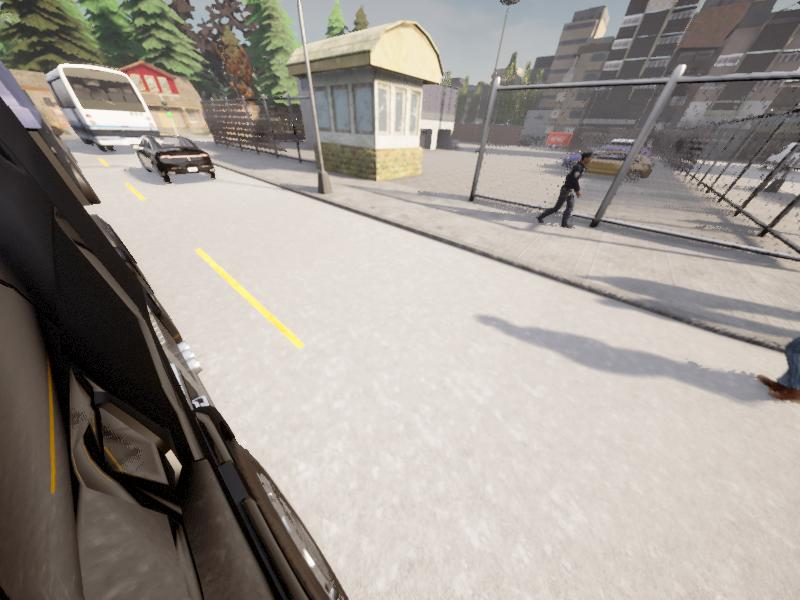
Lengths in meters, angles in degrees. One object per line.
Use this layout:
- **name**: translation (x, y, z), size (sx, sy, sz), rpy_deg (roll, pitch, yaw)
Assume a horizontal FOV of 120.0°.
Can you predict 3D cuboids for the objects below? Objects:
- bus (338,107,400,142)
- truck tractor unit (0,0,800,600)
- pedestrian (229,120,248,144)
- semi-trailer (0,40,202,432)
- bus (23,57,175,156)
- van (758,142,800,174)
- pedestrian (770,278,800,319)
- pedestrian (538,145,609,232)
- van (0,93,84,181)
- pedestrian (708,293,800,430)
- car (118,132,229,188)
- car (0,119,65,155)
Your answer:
- **bus**: translation (-4.860, -29.794, 39.439), size (3.944, 4.253, 10.273), rpy_deg (28, 44, 30)
- **truck tractor unit**: translation (-2.645, -0.295, 0.352), size (6.516, 4.208, 3.053), rpy_deg (28, 44, 30)
- **pedestrian**: translation (-15.941, -16.523, 22.797), size (0.751, 1.860, 0.751), rpy_deg (28, 44, 30)
- **semi-trailer**: translation (-8.722, -3.601, 4.185), size (14.254, 4.402, 2.717), rpy_deg (28, 44, 29)
- **bus**: translation (-21.505, -13.436, 16.553), size (10.273, 4.253, 3.944), rpy_deg (26, 42, 28)
- **van**: translation (42.036, -15.202, 24.586), size (1.988, 2.561, 5.915), rpy_deg (26, 43, 28)
- **pedestrian**: translation (6.434, -0.433, 2.905), size (0.751, 1.860, 0.751), rpy_deg (11, 38, 11)
- **pedestrian**: translation (4.420, -2.853, 5.990), size (0.751, 1.860, 0.751), rpy_deg (26, 43, 28)
- **van**: translation (-16.193, -7.075, 9.879), size (5.915, 2.561, 1.988), rpy_deg (29, 44, 31)
- **pedestrian**: translation (4.090, 0.317, 1.922), size (0.751, 1.860, 0.751), rpy_deg (12, 38, 12)
- **car**: translation (-9.932, -6.280, 10.092), size (4.902, 1.511, 2.128), rpy_deg (29, 44, 30)
- **car**: translation (-23.267, -10.098, 14.243), size (3.705, 1.549, 1.789), rpy_deg (21, 40, 22)
